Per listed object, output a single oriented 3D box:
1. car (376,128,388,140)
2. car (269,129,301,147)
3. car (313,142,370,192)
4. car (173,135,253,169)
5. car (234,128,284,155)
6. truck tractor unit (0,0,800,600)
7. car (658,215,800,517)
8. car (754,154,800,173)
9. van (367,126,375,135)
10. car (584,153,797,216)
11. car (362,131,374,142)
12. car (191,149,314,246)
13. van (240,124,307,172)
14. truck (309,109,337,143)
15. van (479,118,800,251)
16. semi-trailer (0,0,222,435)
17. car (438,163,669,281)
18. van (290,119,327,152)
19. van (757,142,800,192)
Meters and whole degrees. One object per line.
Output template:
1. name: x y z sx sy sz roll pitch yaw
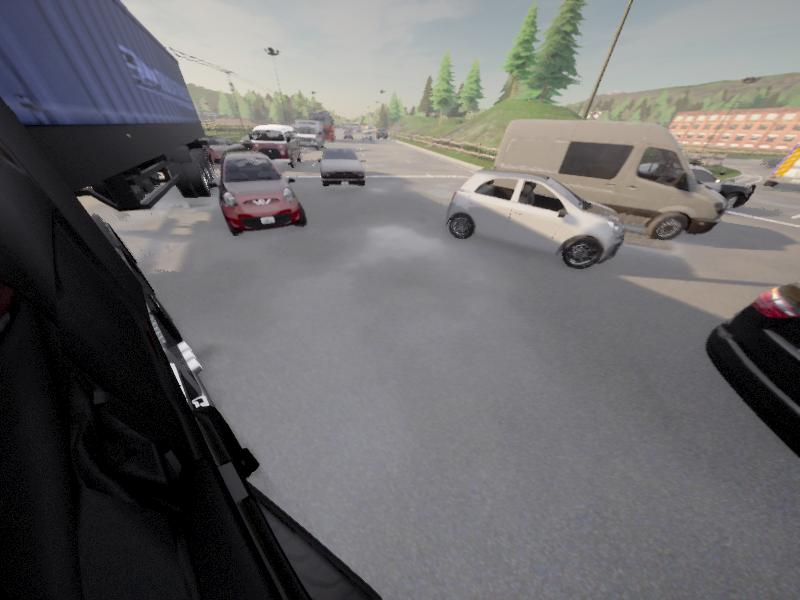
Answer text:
1. car: -3.897 -35.831 49.804 2.150 2.045 5.566 -4 37 -9
2. car: -13.578 -19.342 27.519 2.163 1.488 4.792 -4 37 -9
3. car: -2.847 -6.585 11.157 2.033 1.411 5.357 -7 38 -12
4. car: -10.783 -8.925 13.809 1.994 1.385 4.181 -4 37 -9
5. car: -12.122 -14.009 20.334 2.152 1.651 5.027 -4 37 -9
6. truck tractor unit: -2.645 -0.295 0.351 6.516 4.208 3.053 28 44 30
7. car: 5.434 0.980 1.306 4.611 1.667 2.242 12 38 13
8. car: 44.494 -15.677 26.418 2.033 1.411 5.357 18 39 19
9. van: -10.298 -59.756 81.184 2.351 2.431 6.366 -4 37 -9
10. car: 11.134 -4.731 9.363 5.238 1.638 1.930 5 38 3
11. car: -5.917 -30.018 42.349 1.970 1.475 3.806 -4 37 -9
12. car: -3.820 -2.974 6.135 1.845 1.501 3.633 -18 41 -25
13. van: -7.240 -9.228 13.876 2.069 2.038 4.480 -4 37 -9
14. truck: -11.992 -27.584 36.722 2.891 3.827 8.468 -4 37 -9
15. van: 5.920 -3.775 6.994 5.915 2.561 1.988 22 42 25
16. semi-trailer: -7.029 -4.375 5.379 2.717 4.402 14.254 -17 41 -24
17. car: 3.030 -2.047 5.331 3.633 1.501 1.845 23 41 25
18. van: -9.436 -17.418 24.410 2.351 2.431 6.366 -4 37 -9
19. van: 26.823 -8.712 15.062 6.366 2.431 2.351 -19 42 -26
